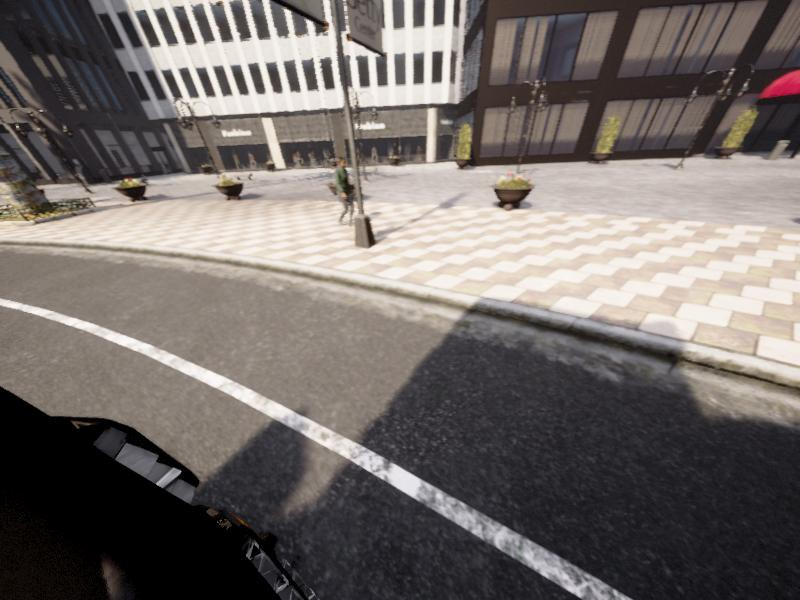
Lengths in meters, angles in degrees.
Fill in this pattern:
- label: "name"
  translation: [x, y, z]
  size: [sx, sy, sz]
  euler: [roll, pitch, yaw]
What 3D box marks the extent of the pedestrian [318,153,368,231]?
- label: "pedestrian"
  translation: [-1.538, -3.012, 6.499]
  size: [0.751, 1.860, 0.751]
  euler: [16, 38, 25]
